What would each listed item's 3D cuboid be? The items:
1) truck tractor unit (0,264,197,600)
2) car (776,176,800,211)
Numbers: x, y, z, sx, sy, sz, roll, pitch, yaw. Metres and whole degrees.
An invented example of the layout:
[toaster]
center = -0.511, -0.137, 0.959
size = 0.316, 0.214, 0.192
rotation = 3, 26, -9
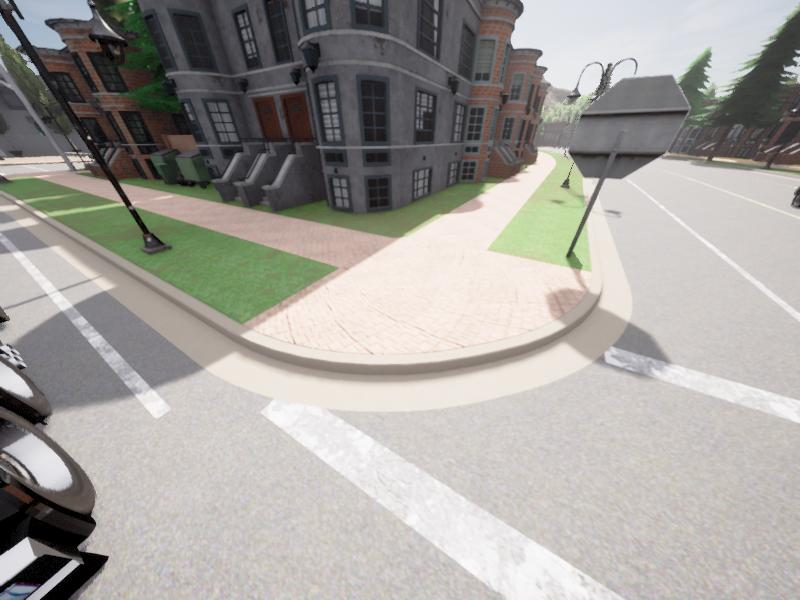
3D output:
[truck tractor unit]
center = -5.108, -0.305, 0.775
size = 6.516, 4.208, 3.053
rotation = 19, 39, 24
[car]
center = 15.077, -3.192, 6.633
size = 2.150, 2.045, 5.566
rotation = 20, 40, 26
